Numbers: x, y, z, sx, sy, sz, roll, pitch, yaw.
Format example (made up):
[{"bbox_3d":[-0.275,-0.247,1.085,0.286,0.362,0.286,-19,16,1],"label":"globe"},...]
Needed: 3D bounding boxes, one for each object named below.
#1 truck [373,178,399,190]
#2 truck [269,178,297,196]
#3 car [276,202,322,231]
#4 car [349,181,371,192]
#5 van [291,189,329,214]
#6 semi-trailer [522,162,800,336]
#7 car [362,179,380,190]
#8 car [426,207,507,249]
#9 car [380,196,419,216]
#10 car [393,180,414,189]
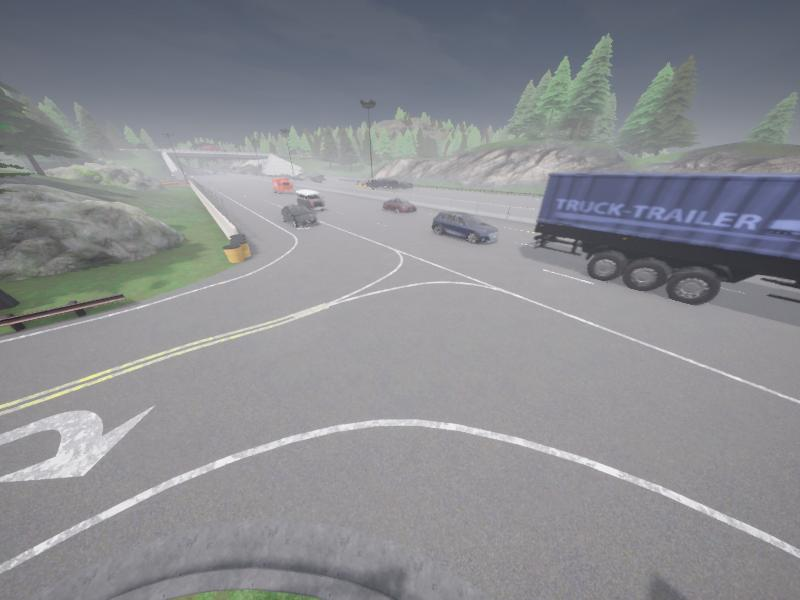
[{"bbox_3d":[-3.186,-25.946,51.444,2.390,2.098,6.274,-23,37,-34],"label":"truck"},{"bbox_3d":[-20.894,-20.315,41.323,2.627,2.467,5.204,-23,37,-34],"label":"truck"},{"bbox_3d":[-8.718,-7.274,19.709,1.837,1.490,4.892,-23,37,-34],"label":"car"},{"bbox_3d":[-8.312,-23.331,47.434,1.801,1.575,5.366,-23,37,-34],"label":"car"},{"bbox_3d":[-9.961,-10.960,25.547,2.069,2.038,4.480,-23,37,-34],"label":"van"},{"bbox_3d":[12.054,-1.680,7.095,2.717,4.402,14.254,-23,37,-34],"label":"semi-trailer"},{"bbox_3d":[-6.358,-25.021,50.052,1.905,1.878,3.866,-23,37,-34],"label":"car"},{"bbox_3d":[4.282,-5.076,15.770,2.033,1.649,4.856,-23,37,-34],"label":"car"},{"bbox_3d":[-0.124,-10.268,25.022,1.994,1.385,4.181,-23,37,-34],"label":"car"},{"bbox_3d":[0.768,-26.063,52.237,2.128,1.511,4.902,-23,37,-34],"label":"car"}]
